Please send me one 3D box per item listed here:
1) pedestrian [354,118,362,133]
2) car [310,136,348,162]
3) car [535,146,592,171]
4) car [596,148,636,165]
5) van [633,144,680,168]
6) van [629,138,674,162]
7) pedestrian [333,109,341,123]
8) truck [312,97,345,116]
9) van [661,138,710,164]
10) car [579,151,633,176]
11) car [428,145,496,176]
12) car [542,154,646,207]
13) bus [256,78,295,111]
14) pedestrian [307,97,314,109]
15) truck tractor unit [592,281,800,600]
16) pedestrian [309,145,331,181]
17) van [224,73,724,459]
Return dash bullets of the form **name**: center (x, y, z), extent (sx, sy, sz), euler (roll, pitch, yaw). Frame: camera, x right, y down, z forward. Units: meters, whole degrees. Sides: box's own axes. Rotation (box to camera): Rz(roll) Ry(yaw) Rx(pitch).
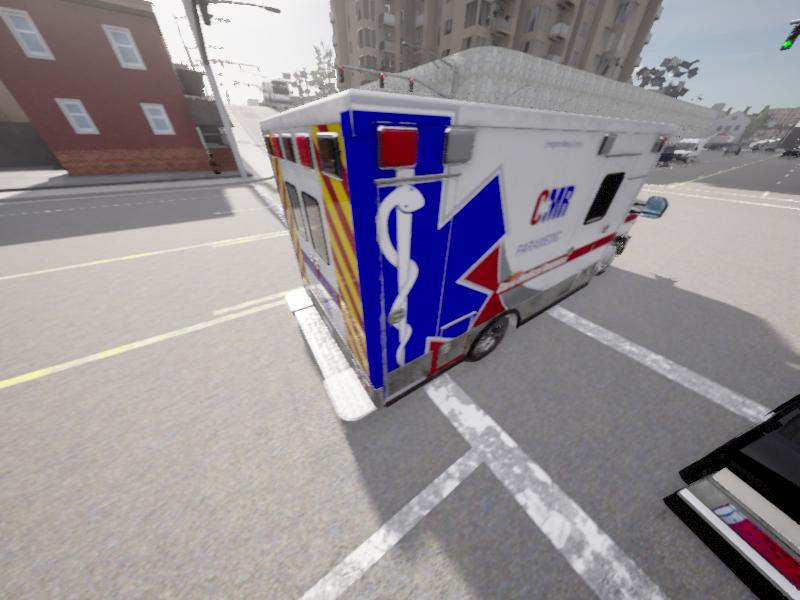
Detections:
- **pedestrian**: center (-6.884, -28.596, 37.883), extent (0.751, 1.860, 0.751), euler (-20, 40, -26)
- **car**: center (-7.538, -15.903, 24.245), extent (1.930, 1.638, 5.238), euler (-21, 45, -27)
- **car**: center (15.150, -13.174, 21.433), extent (4.553, 1.767, 2.097), euler (-20, 40, -27)
- **car**: center (25.235, -16.797, 27.013), extent (4.193, 1.474, 1.816), euler (-20, 40, -27)
- **van**: center (27.213, -15.338, 24.510), extent (4.442, 1.987, 1.775), euler (-20, 40, -27)
- **van**: center (34.706, -20.763, 31.873), extent (5.915, 2.561, 1.988), euler (-20, 40, -27)
- **pedestrian**: center (-11.304, -33.006, 41.476), extent (0.751, 1.860, 0.751), euler (-21, 40, -27)
- **truck**: center (-21.495, -58.509, 70.014), extent (8.468, 3.827, 2.891), euler (-20, 40, -27)
- **van**: center (36.231, -18.928, 29.269), extent (5.915, 2.561, 1.988), euler (-20, 40, -27)
- **car**: center (17.009, -11.344, 19.068), extent (3.633, 1.501, 1.845), euler (-21, 40, -27)
- **car**: center (4.660, -10.904, 17.982), extent (4.605, 1.855, 1.932), euler (1, 37, 1)
- **car**: center (8.864, -5.987, 11.233), extent (2.033, 1.649, 4.856), euler (9, 35, 13)
- **bus**: center (-24.896, -41.014, 46.101), extent (3.944, 4.253, 10.273), euler (-21, 47, -27)
- **pedestrian**: center (-19.709, -43.275, 50.784), extent (0.751, 1.860, 0.751), euler (-22, 41, -29)
- **truck tractor unit**: center (5.256, -0.120, 0.532), extent (6.516, 4.208, 3.053), euler (-12, 37, -16)
- **pedestrian**: center (-5.019, -8.611, 14.560), extent (0.751, 1.860, 0.751), euler (-23, 41, -29)
- **van**: center (1.609, -1.169, 3.558), extent (6.366, 2.431, 2.351), euler (-21, 40, -27)
